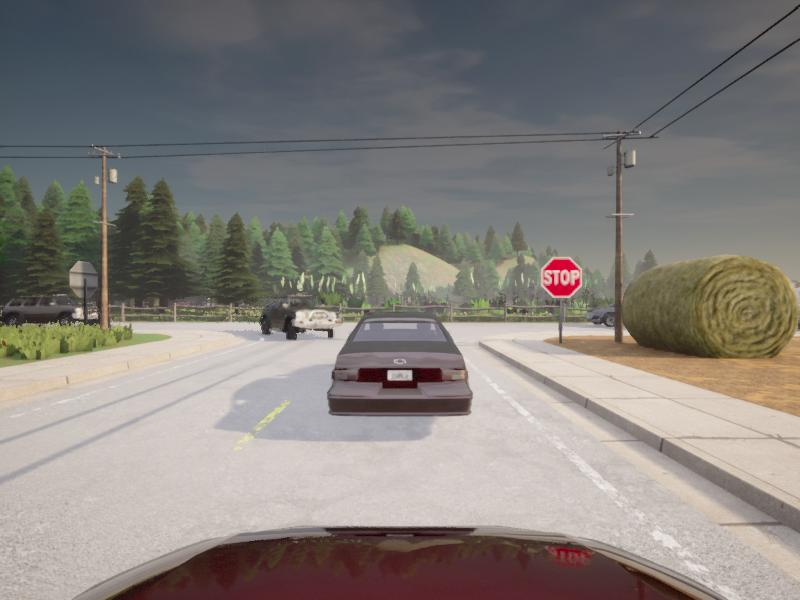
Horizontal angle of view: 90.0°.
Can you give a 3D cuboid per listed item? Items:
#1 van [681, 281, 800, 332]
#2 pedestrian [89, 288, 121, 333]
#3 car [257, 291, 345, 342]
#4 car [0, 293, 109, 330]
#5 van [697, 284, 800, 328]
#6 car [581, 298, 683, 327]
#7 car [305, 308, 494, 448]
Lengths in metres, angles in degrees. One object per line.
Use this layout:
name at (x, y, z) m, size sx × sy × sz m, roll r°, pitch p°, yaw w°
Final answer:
van at (18.468, 0.327, 20.440) m, size 6.366 × 2.431 × 2.351 m, roll 0°, pitch 0°, yaw 7°
pedestrian at (-12.372, 0.437, 16.780) m, size 0.751 × 1.860 × 0.751 m, roll 0°, pitch 0°, yaw 12°
car at (-4.335, 0.637, 16.967) m, size 1.932 × 1.855 × 4.605 m, roll 2°, pitch -1°, yaw -36°
car at (-18.848, 0.604, 21.798) m, size 4.605 × 1.855 × 1.932 m, roll -1°, pitch 0°, yaw 3°
van at (21.502, 0.325, 23.397) m, size 6.366 × 2.431 × 2.351 m, roll 0°, pitch 0°, yaw 3°
car at (13.647, 0.725, 23.770) m, size 4.856 × 1.649 × 2.033 m, roll 0°, pitch 0°, yaw 3°
car at (-0.001, 0.889, 6.985) m, size 2.033 × 1.411 × 5.357 m, roll 0°, pitch 0°, yaw 0°
